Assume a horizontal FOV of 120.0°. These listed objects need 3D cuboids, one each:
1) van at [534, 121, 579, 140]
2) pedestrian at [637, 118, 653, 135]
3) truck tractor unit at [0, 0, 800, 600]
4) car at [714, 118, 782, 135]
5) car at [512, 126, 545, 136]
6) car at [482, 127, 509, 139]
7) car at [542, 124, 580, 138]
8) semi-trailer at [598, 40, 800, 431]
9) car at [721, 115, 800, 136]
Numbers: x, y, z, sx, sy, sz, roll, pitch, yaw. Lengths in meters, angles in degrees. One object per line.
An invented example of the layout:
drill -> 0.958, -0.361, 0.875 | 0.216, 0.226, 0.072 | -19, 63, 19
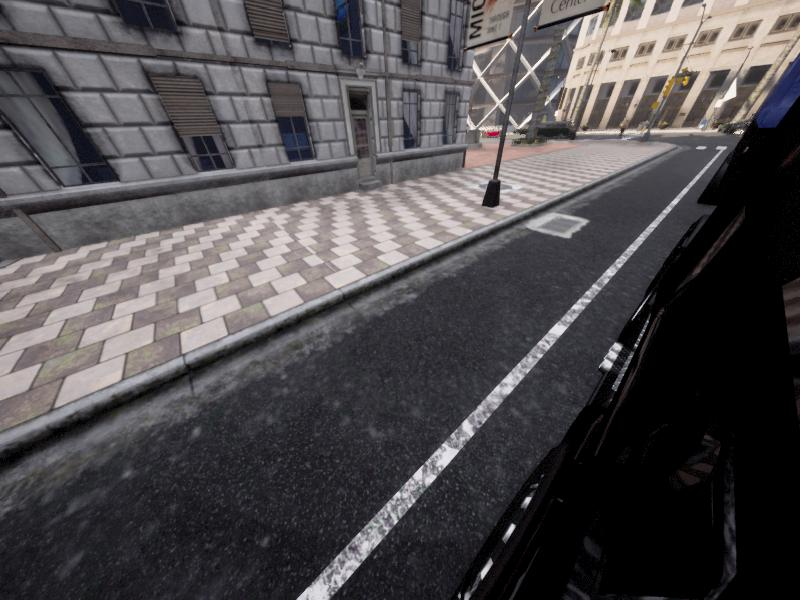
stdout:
van -> 21.534, -23.503, 32.019 | 1.775, 1.987, 4.442 | -30, 45, -32
pedestrian -> 34.057, -24.121, 32.124 | 0.751, 1.860, 0.751 | 25, 45, 32
truck tractor unit -> 2.645, -0.295, 0.351 | 6.516, 4.208, 3.053 | -28, 44, -30
car -> 40.477, -20.255, 27.004 | 1.994, 1.385, 4.181 | -28, 44, -30
car -> 23.489, -30.923, 42.389 | 4.718, 1.301, 1.895 | 25, 45, 32
car -> 16.359, -28.647, 39.647 | 3.806, 1.475, 1.970 | 18, 42, 26
car -> 23.822, -25.039, 34.248 | 1.851, 1.617, 3.988 | -31, 45, -32
semi-trailer -> 8.695, -3.609, 4.227 | 14.254, 4.402, 2.717 | -28, 44, -30
car -> 38.581, -18.383, 24.397 | 1.930, 1.638, 5.238 | -28, 43, -30
